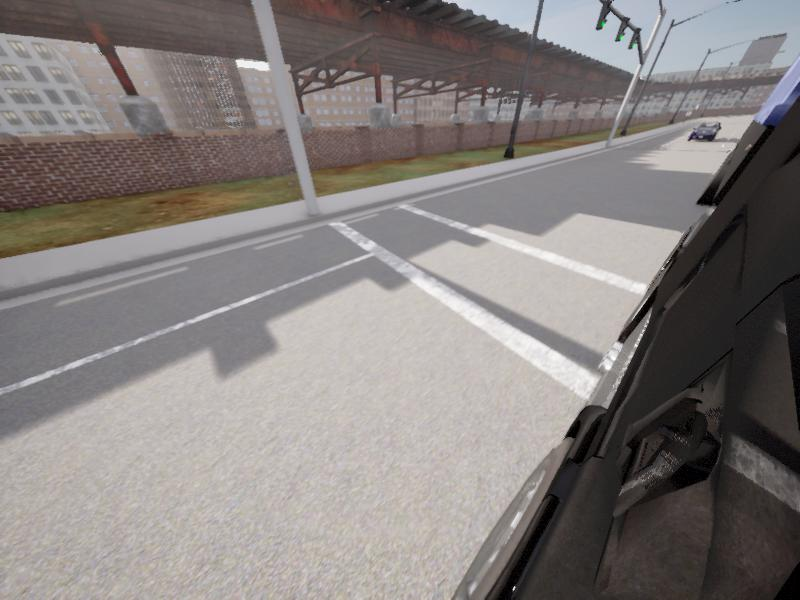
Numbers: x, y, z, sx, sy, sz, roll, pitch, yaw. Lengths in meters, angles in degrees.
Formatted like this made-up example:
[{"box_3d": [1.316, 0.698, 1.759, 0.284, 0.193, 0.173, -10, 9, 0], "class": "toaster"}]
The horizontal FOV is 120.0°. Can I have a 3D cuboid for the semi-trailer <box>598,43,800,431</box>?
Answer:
[{"box_3d": [8.705, -3.578, 4.253, 14.254, 4.402, 2.717, -28, 44, -30], "class": "semi-trailer"}]

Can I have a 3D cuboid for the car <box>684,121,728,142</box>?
[{"box_3d": [29.693, -16.359, 22.418, 3.633, 1.501, 1.845, -28, 44, -30], "class": "car"}]

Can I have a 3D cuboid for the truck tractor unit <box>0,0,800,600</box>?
[{"box_3d": [2.645, -0.295, 0.351, 6.516, 4.208, 3.053, -28, 44, -30], "class": "truck tractor unit"}]
